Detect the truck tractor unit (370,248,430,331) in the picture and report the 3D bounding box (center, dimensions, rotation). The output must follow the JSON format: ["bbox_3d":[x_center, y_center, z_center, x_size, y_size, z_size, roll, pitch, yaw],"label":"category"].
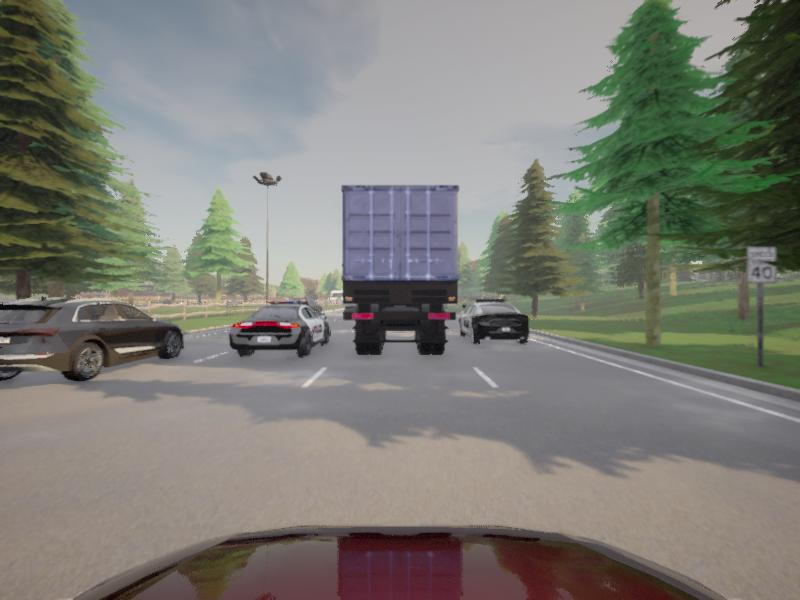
[{"bbox_3d":[-0.009,-0.525,23.596,3.053,4.208,6.516,0,0,0],"label":"truck tractor unit"}]

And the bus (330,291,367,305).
[{"bbox_3d":[-15.055,-0.578,117.670,10.273,4.253,3.944,0,0,0],"label":"bus"}]

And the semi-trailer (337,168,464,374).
[{"bbox_3d":[0.002,-0.622,15.681,2.717,4.402,14.254,0,0,0],"label":"semi-trailer"}]

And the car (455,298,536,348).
[{"bbox_3d":[3.500,0.766,15.780,1.930,1.638,5.238,0,0,0],"label":"car"}]

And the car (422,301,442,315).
[{"bbox_3d":[3.499,0.855,44.034,1.812,1.442,4.674,0,0,0],"label":"car"}]

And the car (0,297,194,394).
[{"bbox_3d":[-7.000,0.774,9.198,2.033,1.649,4.856,0,0,0],"label":"car"}]

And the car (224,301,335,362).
[{"bbox_3d":[-3.500,0.821,12.766,2.038,1.542,4.974,0,0,0],"label":"car"}]

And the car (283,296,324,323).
[{"bbox_3d":[-7.000,0.643,29.503,1.932,1.855,4.605,0,0,0],"label":"car"}]
